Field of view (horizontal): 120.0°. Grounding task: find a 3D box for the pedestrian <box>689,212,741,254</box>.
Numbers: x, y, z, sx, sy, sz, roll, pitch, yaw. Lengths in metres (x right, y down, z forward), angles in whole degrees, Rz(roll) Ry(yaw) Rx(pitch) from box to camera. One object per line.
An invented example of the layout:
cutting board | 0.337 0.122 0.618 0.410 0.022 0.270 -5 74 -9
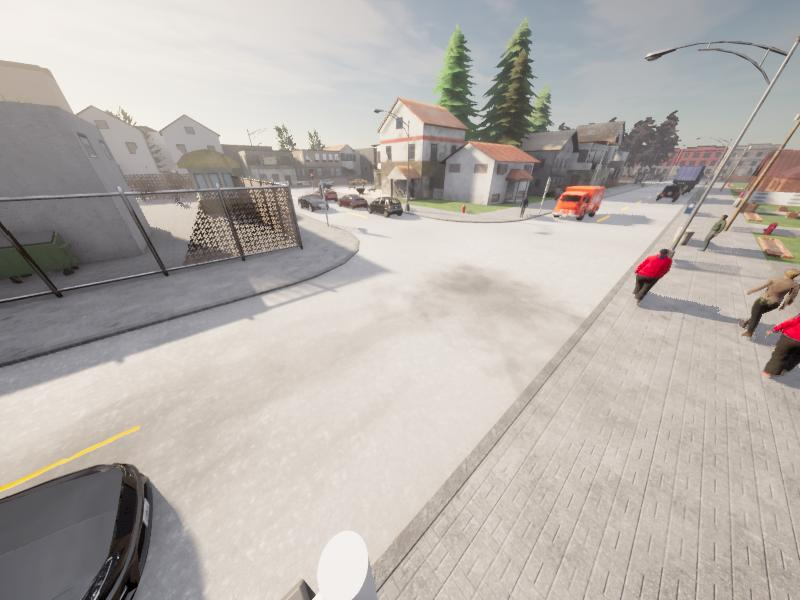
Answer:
pedestrian | 16.017 -3.428 11.827 0.751 1.860 0.751 20 35 30

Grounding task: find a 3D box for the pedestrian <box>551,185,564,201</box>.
pedestrian | 20.252 -13.775 29.748 0.751 1.860 0.751 -23 37 -34

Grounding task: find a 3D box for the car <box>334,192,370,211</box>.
car | -5.423 -11.160 25.967 1.994 1.385 4.181 -24 38 -35

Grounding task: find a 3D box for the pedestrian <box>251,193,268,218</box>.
pedestrian | -12.144 -8.183 20.044 0.751 1.860 0.751 -14 33 -23

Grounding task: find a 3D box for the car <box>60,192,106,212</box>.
car | -33.330 -10.450 24.440 1.816 1.474 4.193 -23 37 -34

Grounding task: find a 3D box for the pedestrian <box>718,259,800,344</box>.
pedestrian | 9.288 0.043 5.815 0.751 1.860 0.751 26 39 37

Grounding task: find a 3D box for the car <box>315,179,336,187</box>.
car | -17.006 -26.646 52.681 3.806 1.475 1.970 -23 37 -34

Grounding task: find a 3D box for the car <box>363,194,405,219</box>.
car | -1.531 -8.899 21.812 1.851 1.617 3.988 -23 37 -34

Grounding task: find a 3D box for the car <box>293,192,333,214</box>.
car | -9.255 -10.369 24.454 2.128 1.511 4.902 -23 37 -34

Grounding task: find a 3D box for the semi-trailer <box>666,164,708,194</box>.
semi-trailer | 53.259 -22.591 42.709 14.254 4.402 2.717 -23 37 -34

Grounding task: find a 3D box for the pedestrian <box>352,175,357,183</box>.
pedestrian | -12.292 -32.720 62.562 0.751 1.860 0.751 -20 36 -31

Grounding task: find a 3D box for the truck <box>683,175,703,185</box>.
truck | 75.412 -30.871 59.378 6.274 2.098 2.390 -23 37 -34

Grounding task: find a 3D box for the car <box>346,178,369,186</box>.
car | -10.541 -29.400 57.348 5.366 1.575 1.801 -23 37 -34

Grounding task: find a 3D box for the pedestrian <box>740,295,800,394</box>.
pedestrian | 7.957 0.785 4.530 0.751 1.860 0.751 -21 36 -32

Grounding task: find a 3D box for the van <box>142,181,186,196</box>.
van | -37.930 -18.050 37.284 4.442 1.987 1.775 -22 37 -33

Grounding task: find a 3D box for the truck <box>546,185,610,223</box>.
truck | 15.872 -8.690 20.583 5.204 2.467 2.627 -23 37 -34

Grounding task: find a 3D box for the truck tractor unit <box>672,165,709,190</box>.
truck tractor unit | 59.320 -25.038 47.172 6.516 4.208 3.053 -23 37 -34

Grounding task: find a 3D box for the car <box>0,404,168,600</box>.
car | -4.609 2.940 1.439 4.193 1.474 1.816 -23 37 -34

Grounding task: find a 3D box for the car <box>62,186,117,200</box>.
car | -44.121 -15.270 32.980 4.193 1.474 1.816 -23 37 -34

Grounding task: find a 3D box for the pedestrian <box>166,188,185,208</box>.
pedestrian | -24.362 -11.054 25.041 0.751 1.860 0.751 20 36 31

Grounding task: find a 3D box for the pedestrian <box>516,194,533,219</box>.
pedestrian | 10.668 -8.063 19.856 0.751 1.860 0.751 11 32 18

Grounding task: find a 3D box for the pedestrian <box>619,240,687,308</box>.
pedestrian | 7.936 -0.823 7.314 0.751 1.860 0.751 -24 38 -35

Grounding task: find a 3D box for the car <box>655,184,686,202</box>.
car | 36.449 -14.450 31.143 3.866 1.878 1.905 -23 37 -34

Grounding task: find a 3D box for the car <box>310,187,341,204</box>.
car | -9.926 -13.902 30.558 2.007 1.525 4.514 -23 37 -34
